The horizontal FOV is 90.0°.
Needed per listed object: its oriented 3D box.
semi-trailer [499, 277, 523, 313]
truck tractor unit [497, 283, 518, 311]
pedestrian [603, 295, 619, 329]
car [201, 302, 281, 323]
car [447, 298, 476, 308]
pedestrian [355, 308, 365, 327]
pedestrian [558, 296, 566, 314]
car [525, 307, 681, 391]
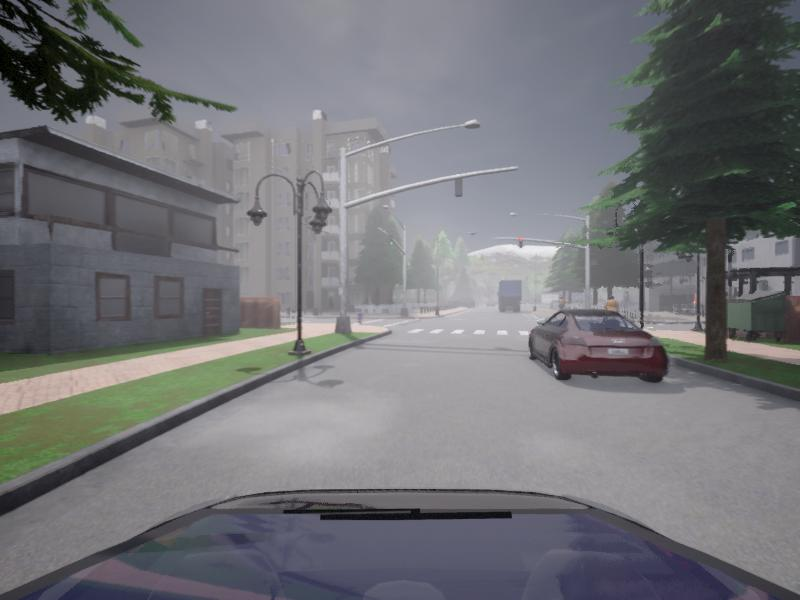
[{"bbox_3d":[15.547,-0.593,57.000,2.717,4.402,14.254,0,0,13],"label":"semi-trailer"},{"bbox_3d":[17.358,-0.493,64.703,3.053,4.208,6.516,0,0,13],"label":"truck tractor unit"},{"bbox_3d":[11.678,0.655,22.122,0.751,1.860,0.751,0,0,32],"label":"pedestrian"},{"bbox_3d":[-11.682,0.894,29.407,5.357,1.411,2.033,0,0,16],"label":"car"},{"bbox_3d":[12.647,0.573,82.654,5.566,2.045,2.150,1,-1,29],"label":"car"},{"bbox_3d":[-2.371,1.026,23.772,0.500,1.100,0.500,0,0,2],"label":"pedestrian"},{"bbox_3d":[17.184,0.513,42.386,0.751,1.860,0.751,0,0,29],"label":"pedestrian"},{"bbox_3d":[4.256,0.907,9.236,1.994,1.385,4.181,0,0,9],"label":"car"}]
